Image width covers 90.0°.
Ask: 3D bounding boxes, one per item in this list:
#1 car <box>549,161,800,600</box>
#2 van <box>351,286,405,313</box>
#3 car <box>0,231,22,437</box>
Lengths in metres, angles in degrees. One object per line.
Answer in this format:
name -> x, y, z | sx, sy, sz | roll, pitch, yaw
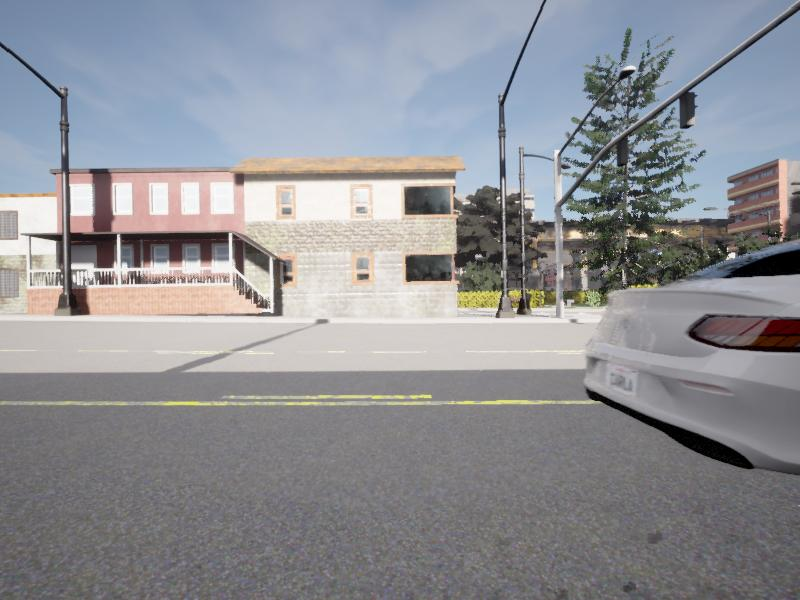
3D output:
car -> 3.518, 0.268, 2.255 | 4.674, 1.442, 1.812 | 0, 0, -1
van -> -2.392, -0.033, 41.154 | 5.915, 2.561, 1.988 | -1, 0, 44
car -> -4.938, 0.230, 2.066 | 4.193, 1.474, 1.816 | 0, 0, -1
